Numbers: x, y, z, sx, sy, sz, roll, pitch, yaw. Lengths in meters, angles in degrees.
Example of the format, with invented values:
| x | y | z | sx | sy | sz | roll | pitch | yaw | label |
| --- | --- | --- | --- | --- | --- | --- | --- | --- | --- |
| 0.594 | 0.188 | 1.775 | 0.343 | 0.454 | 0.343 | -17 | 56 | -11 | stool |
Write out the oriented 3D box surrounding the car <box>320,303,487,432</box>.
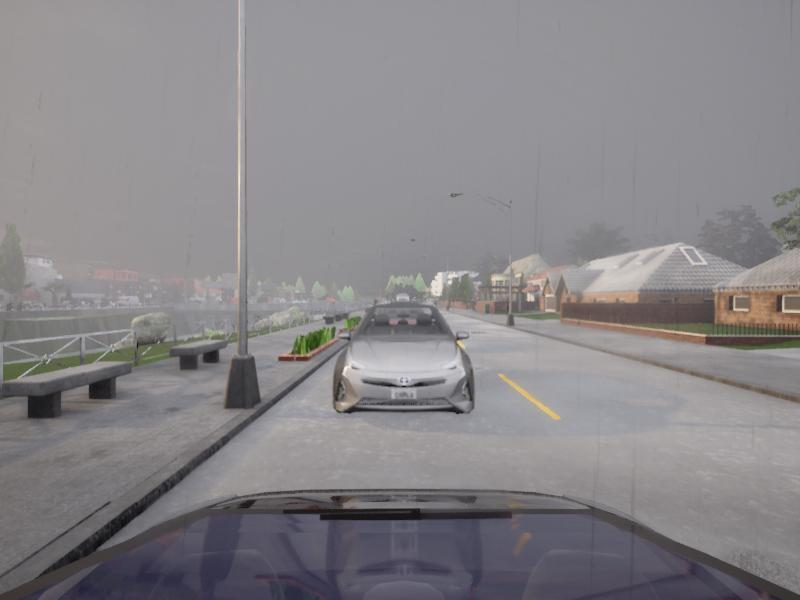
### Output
| x | y | z | sx | sy | sz | roll | pitch | yaw | label |
| --- | --- | --- | --- | --- | --- | --- | --- | --- | --- |
| 0.058 | 0.830 | 7.062 | 2.007 | 1.525 | 4.514 | 0 | 0 | 0 | car |

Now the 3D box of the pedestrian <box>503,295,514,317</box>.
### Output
| x | y | z | sx | sy | sz | roll | pitch | yaw | label |
| --- | --- | --- | --- | --- | --- | --- | --- | --- | --- |
| 9.412 | 0.538 | 34.610 | 0.751 | 1.860 | 0.751 | 0 | 0 | 0 | pedestrian |

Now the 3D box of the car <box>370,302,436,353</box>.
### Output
| x | y | z | sx | sy | sz | roll | pitch | yaw | label |
| --- | --- | --- | --- | --- | --- | --- | --- | --- | --- |
| 0.111 | 0.830 | 14.335 | 2.007 | 1.525 | 4.514 | 0 | 0 | 0 | car |

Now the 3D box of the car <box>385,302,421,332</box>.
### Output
| x | y | z | sx | sy | sz | roll | pitch | yaw | label |
| --- | --- | --- | --- | --- | --- | --- | --- | --- | --- |
| 0.168 | 0.857 | 21.940 | 1.816 | 1.474 | 4.193 | 0 | 0 | 0 | car |

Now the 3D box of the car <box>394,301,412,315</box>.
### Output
| x | y | z | sx | sy | sz | roll | pitch | yaw | label |
| --- | --- | --- | --- | --- | --- | --- | --- | --- | --- |
| 0.329 | 0.829 | 44.404 | 1.882 | 1.535 | 5.008 | 0 | 0 | 0 | car |

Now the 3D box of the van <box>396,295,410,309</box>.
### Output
| x | y | z | sx | sy | sz | roll | pitch | yaw | label |
| --- | --- | --- | --- | --- | --- | --- | --- | --- | --- |
| 0.539 | 0.383 | 73.667 | 2.351 | 2.431 | 6.366 | 0 | 0 | 0 | van |
